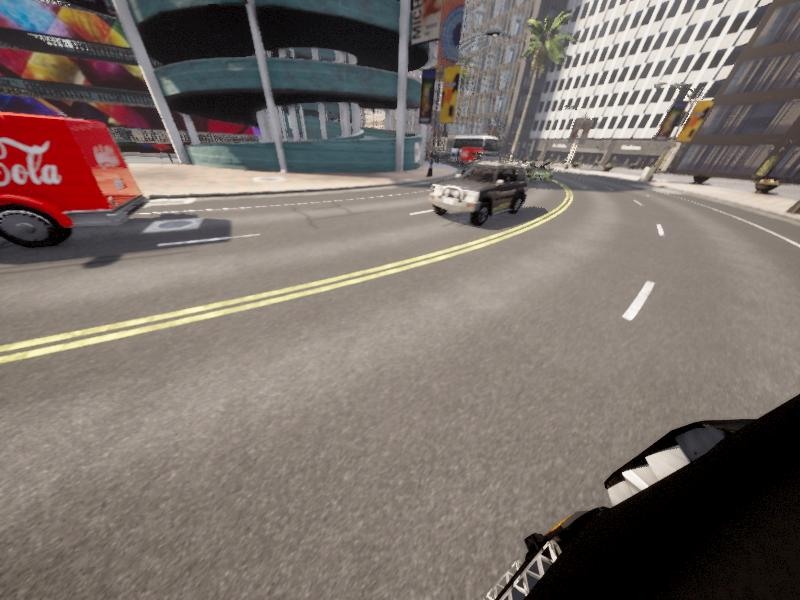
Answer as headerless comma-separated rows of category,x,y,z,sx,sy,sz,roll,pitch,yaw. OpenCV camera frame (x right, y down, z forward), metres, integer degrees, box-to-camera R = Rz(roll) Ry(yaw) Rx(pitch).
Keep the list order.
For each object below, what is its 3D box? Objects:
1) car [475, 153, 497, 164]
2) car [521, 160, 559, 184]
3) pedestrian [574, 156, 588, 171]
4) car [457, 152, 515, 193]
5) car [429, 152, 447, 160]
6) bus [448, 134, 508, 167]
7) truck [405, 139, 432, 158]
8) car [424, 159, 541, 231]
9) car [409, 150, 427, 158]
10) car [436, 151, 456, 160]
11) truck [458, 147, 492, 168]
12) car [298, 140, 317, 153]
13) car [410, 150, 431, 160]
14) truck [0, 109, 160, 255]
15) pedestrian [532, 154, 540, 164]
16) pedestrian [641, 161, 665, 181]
car,17.594,-29.234,47.709,1.851,1.617,3.988,-12,36,-21
car,12.836,-11.960,21.498,2.007,1.525,4.514,12,35,13
pedestrian,28.726,-21.664,36.674,0.751,1.860,0.751,5,34,3
car,6.163,-9.136,16.275,2.150,2.045,5.566,21,37,24
car,9.064,-34.564,55.255,1.994,1.385,4.181,-15,38,-25
bus,13.283,-26.620,41.067,3.944,4.253,10.273,-9,36,-19
truck,4.666,-40.272,61.252,2.891,3.827,8.468,-15,38,-25
car,3.260,-4.253,8.874,4.605,1.855,1.932,-27,44,-37
car,4.308,-35.569,56.296,2.007,1.525,4.514,-15,38,-25
car,11.359,-36.237,57.876,2.128,1.511,4.902,-15,38,-25
truck,11.232,-21.827,35.317,2.627,2.467,5.204,-2,34,-8
car,-19.520,-32.346,48.735,2.435,2.045,5.566,-15,38,-25
car,4.356,-31.492,50.151,2.128,1.511,4.902,-15,38,-25
truck,-9.323,-2.475,4.721,5.204,2.467,2.627,-15,37,-26
pedestrian,28.997,-30.152,49.431,0.751,1.860,0.751,7,34,6
pedestrian,27.758,-14.192,25.389,0.751,1.860,0.751,9,34,10
